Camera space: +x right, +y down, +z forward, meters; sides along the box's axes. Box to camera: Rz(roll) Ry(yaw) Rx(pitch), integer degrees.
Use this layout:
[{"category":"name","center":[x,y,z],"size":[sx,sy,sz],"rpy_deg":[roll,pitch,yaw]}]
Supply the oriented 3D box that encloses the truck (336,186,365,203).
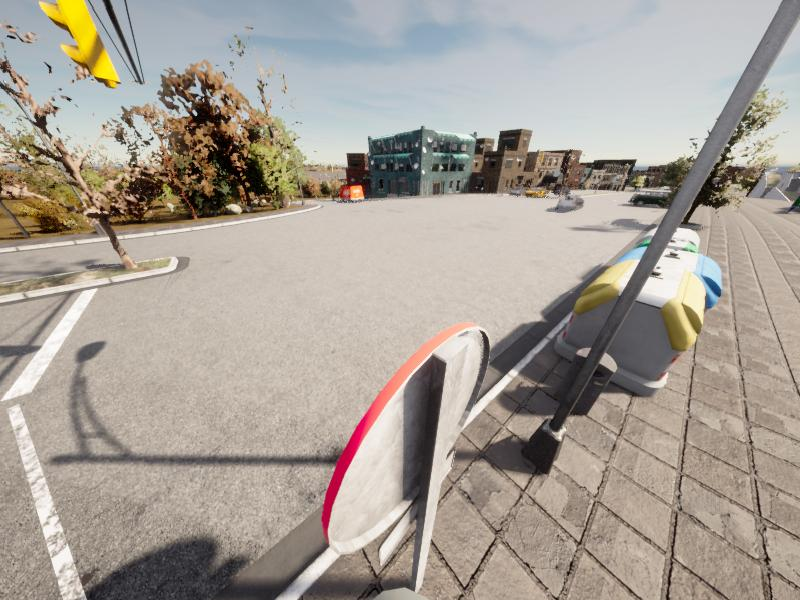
[{"category":"truck","center":[-8.601,-18.235,39.994],"size":[2.627,2.467,5.204],"rpy_deg":[-21,30,-31]}]

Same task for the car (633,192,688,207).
[{"category":"car","center":[36.754,-14.328,32.812],"size":[4.674,1.452,2.002],"rpy_deg":[17,33,25]}]

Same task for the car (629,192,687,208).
[{"category":"car","center":[34.472,-13.468,31.109],"size":[4.674,1.452,2.002],"rpy_deg":[17,32,25]}]

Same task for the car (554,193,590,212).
[{"category":"car","center":[18.632,-10.613,25.070],"size":[3.633,1.501,1.845],"rpy_deg":[-22,36,-34]}]

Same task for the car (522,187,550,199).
[{"category":"car","center":[22.357,-17.650,37.959],"size":[5.008,1.535,1.882],"rpy_deg":[-21,36,-35]}]

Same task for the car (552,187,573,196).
[{"category":"car","center":[31.574,-21.119,44.893],"size":[4.193,1.474,1.816],"rpy_deg":[-21,36,-35]}]

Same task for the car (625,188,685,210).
[{"category":"car","center":[32.099,-12.864,29.311],"size":[4.442,1.987,1.878],"rpy_deg":[17,33,25]}]

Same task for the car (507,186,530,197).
[{"category":"car","center":[20.553,-18.841,40.046],"size":[3.633,1.501,1.845],"rpy_deg":[-21,36,-35]}]

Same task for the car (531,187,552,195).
[{"category":"car","center":[27.982,-21.591,45.662],"size":[4.181,1.385,1.994],"rpy_deg":[-21,36,-35]}]
